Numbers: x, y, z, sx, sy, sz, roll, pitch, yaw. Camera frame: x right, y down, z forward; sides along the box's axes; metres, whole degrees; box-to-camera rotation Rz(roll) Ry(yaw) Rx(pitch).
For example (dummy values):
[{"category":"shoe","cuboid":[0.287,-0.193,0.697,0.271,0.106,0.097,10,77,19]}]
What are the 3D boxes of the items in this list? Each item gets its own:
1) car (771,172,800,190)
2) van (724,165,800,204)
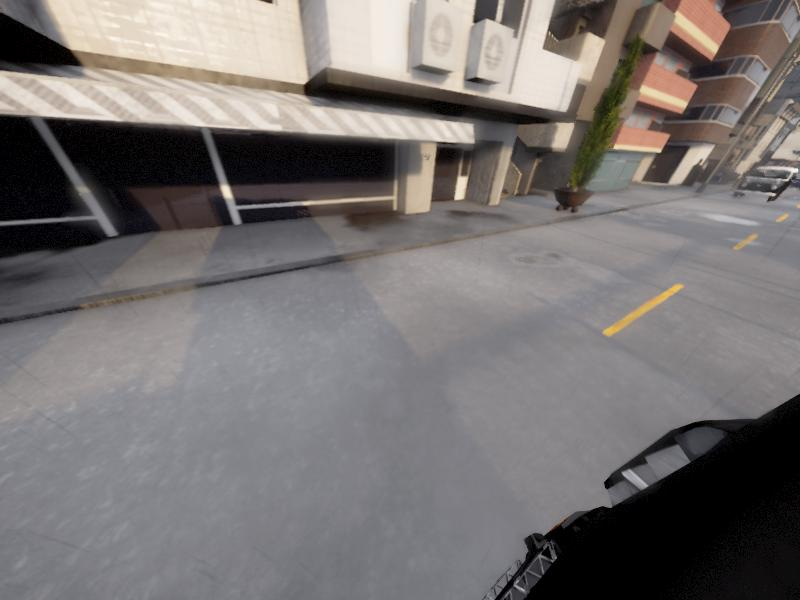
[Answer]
[{"category":"car","cuboid":[43.045,-12.932,25.043,4.792,1.488,2.163,-16,38,-26]},{"category":"van","cuboid":[25.207,-8.013,15.905,4.480,2.038,2.069,-15,38,-26]}]
